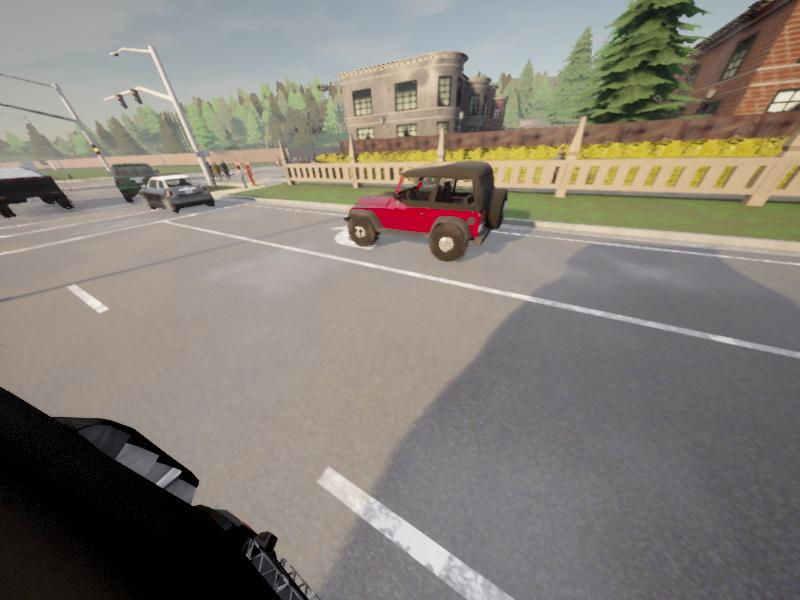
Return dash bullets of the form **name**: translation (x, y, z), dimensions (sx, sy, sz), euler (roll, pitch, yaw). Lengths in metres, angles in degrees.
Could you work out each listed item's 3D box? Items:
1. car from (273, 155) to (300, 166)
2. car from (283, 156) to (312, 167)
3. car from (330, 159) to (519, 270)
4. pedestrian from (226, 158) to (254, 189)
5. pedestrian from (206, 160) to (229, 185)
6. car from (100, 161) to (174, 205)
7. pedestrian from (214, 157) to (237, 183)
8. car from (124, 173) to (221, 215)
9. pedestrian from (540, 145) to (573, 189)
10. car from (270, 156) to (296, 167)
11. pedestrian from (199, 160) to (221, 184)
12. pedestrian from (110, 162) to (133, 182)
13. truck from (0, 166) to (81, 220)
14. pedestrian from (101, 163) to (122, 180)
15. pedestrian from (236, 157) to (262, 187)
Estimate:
- **car**: translation (-24.639, -30.424, 50.250), dimensions (2.097, 1.767, 4.553), euler (15, 37, 25)
- **car**: translation (-19.941, -27.166, 45.270), dimensions (2.163, 1.488, 4.792), euler (15, 37, 25)
- **car**: translation (0.546, -2.335, 5.779), dimensions (3.866, 1.878, 1.905), euler (15, 37, 25)
- **pedestrian**: translation (-11.260, -8.935, 16.303), dimensions (0.751, 1.860, 0.751), euler (8, 35, 15)
- **pedestrian**: translation (-16.237, -11.385, 20.635), dimensions (0.751, 1.860, 0.751), euler (16, 37, 26)
- **car**: translation (-17.055, -7.822, 15.145), dimensions (2.150, 2.045, 5.566), euler (-30, 42, -35)
- **pedestrian**: translation (-15.115, -11.253, 20.034), dimensions (0.751, 1.860, 0.751), euler (17, 38, 27)
- **car**: translation (-11.443, -5.438, 11.668), dimensions (3.806, 1.475, 1.970), euler (16, 38, 26)
- **pedestrian**: translation (7.755, -6.623, 11.532), dimensions (0.751, 1.860, 0.751), euler (10, 35, 19)
- **car**: translation (-23.347, -27.712, 46.210), dimensions (1.851, 1.617, 3.988), euler (15, 37, 25)
- **pedestrian**: translation (-17.780, -12.001, 21.674), dimensions (0.751, 1.860, 0.751), euler (17, 38, 27)
- **pedestrian**: translation (-30.080, -13.810, 24.960), dimensions (0.751, 1.860, 0.751), euler (21, 40, 32)
- **truck**: translation (-20.943, -6.014, 12.604), dimensions (6.274, 2.098, 2.390), euler (15, 37, 25)
- **pedestrian**: translation (-38.269, -17.003, 30.634), dimensions (0.751, 1.860, 0.751), euler (12, 36, 21)
- **pedestrian**: translation (-10.933, -9.262, 16.779), dimensions (0.751, 1.860, 0.751), euler (11, 36, 20)
